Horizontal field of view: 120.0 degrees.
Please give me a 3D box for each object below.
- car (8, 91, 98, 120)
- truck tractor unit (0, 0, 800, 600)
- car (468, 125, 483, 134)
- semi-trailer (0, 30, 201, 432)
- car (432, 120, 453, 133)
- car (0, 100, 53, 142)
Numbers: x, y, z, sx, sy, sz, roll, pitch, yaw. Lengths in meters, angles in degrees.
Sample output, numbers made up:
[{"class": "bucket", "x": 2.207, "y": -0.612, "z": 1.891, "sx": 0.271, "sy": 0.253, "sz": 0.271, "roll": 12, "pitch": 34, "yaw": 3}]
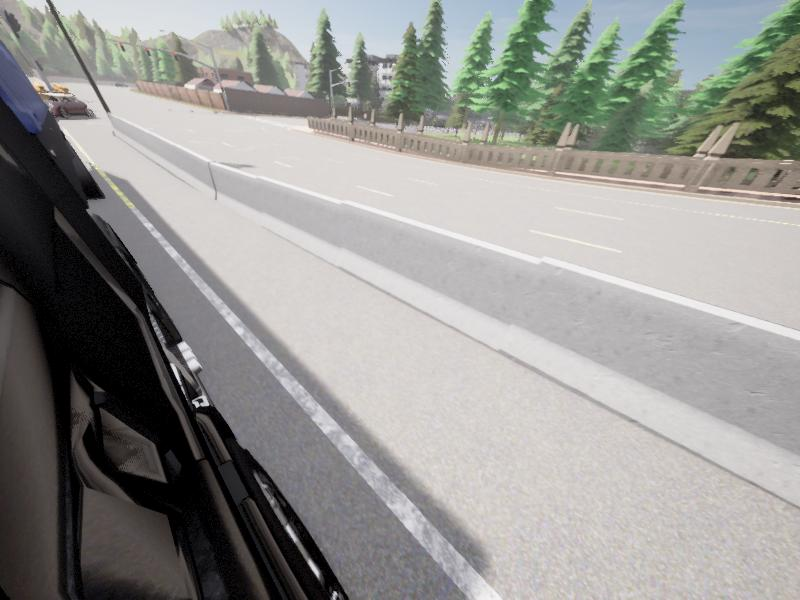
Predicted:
[{"class": "car", "x": -27.310, "y": -15.496, "z": 18.446, "sx": 1.970, "sy": 1.475, "sz": 3.806, "roll": -4, "pitch": 40, "yaw": -14}, {"class": "truck tractor unit", "x": -2.645, "y": -0.295, "z": 0.351, "sx": 6.516, "sy": 4.208, "sz": 3.053, "roll": 28, "pitch": 44, "yaw": 30}, {"class": "car", "x": 22.351, "y": -50.136, "z": 67.929, "sx": 1.932, "sy": 1.855, "sz": 4.605, "roll": 33, "pitch": 46, "yaw": 28}, {"class": "semi-trailer", "x": -8.612, "y": -3.737, "z": 4.198, "sx": 14.254, "sy": 4.402, "sz": 2.717, "roll": 30, "pitch": 44, "yaw": 30}, {"class": "car", "x": 10.481, "y": -42.568, "z": 56.760, "sx": 2.150, "sy": 2.045, "sz": 5.566, "roll": 32, "pitch": 45, "yaw": 28}, {"class": "car", "x": -20.674, "y": -9.499, "z": 12.203, "sx": 4.181, "sy": 1.385, "sz": 1.994, "roll": 31, "pitch": 45, "yaw": 27}]
